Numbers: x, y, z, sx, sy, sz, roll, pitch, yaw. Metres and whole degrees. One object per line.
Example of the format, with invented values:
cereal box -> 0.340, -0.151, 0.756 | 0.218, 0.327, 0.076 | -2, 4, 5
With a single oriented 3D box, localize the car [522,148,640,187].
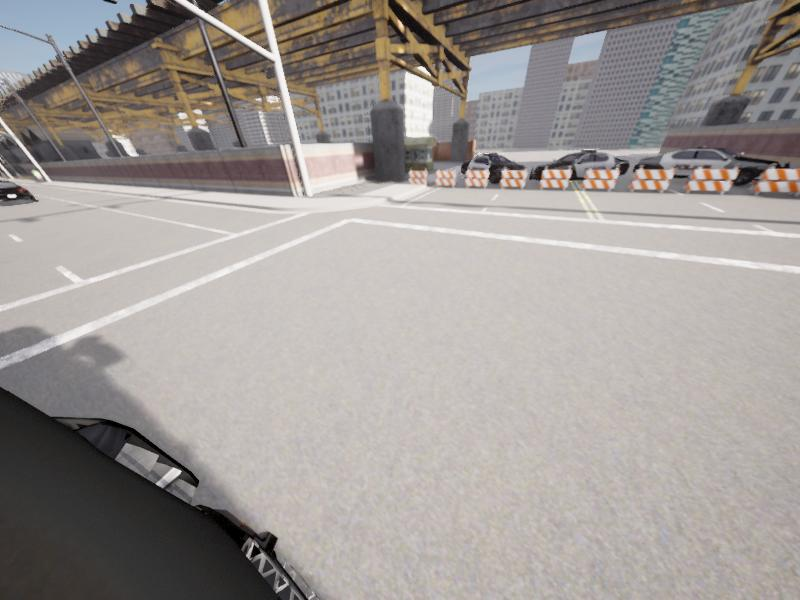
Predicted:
car -> 10.087, -7.631, 13.206 | 4.974, 1.542, 2.038 | -6, 34, -5

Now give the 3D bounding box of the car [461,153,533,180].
car -> 6.021, -8.858, 15.097 | 1.853, 1.218, 4.536 | -12, 35, -13

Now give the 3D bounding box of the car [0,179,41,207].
car -> -28.648, -7.819, 16.749 | 4.674, 1.442, 1.812 | 15, 38, 25

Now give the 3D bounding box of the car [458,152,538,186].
car -> 6.044, -8.700, 15.142 | 2.038, 1.542, 4.974 | -12, 35, -13

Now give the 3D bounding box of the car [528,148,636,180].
car -> 10.132, -7.768, 13.124 | 4.536, 1.218, 1.853 | -6, 34, -5

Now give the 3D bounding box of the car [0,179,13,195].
car -> -41.169, -11.246, 22.717 | 4.611, 1.667, 2.242 | 15, 37, 25

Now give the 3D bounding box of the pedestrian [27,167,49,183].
pedestrian -> -50.519, -17.388, 32.231 | 0.751, 1.860, 0.751 | 14, 37, 24

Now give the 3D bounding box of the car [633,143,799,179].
car -> 15.133, -6.932, 11.460 | 1.853, 1.218, 4.536 | -21, 38, -25

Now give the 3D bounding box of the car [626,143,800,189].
car -> 15.169, -6.778, 11.510 | 2.038, 1.542, 4.974 | -21, 38, -25
